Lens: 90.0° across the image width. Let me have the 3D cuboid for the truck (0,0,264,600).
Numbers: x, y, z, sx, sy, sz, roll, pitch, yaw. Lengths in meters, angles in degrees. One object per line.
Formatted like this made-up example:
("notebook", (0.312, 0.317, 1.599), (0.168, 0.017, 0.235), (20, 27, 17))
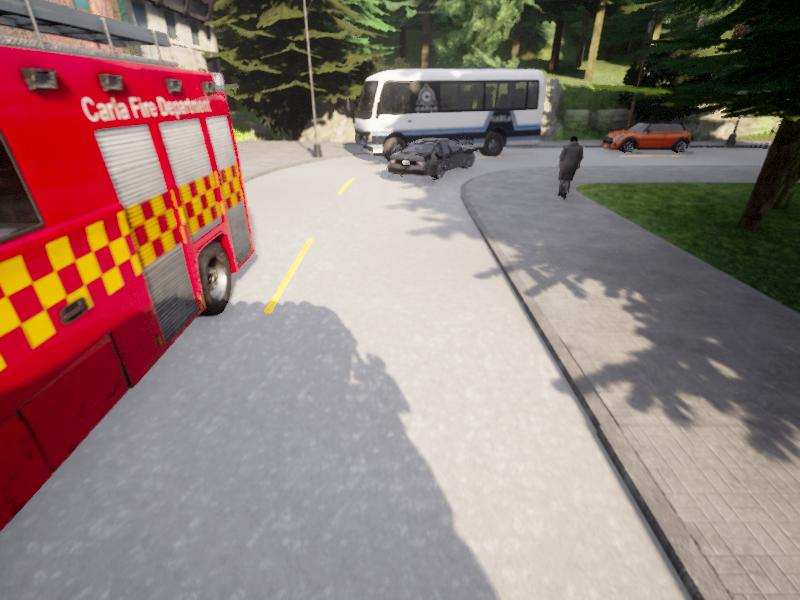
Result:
("truck", (-4.095, -0.410, 3.281), (2.891, 3.827, 8.468), (0, 27, -1))

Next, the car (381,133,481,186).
("car", (1.525, -6.248, 17.342), (2.033, 1.411, 5.357), (15, 31, 27))

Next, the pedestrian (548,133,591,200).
("pedestrian", (5.207, -4.125, 12.385), (0.751, 1.860, 0.751), (3, 27, 6))

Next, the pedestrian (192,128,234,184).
("pedestrian", (-6.852, -5.292, 14.709), (0.751, 1.860, 0.751), (7, 28, 13))

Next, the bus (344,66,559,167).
("bus", (2.597, -9.983, 21.493), (10.273, 4.253, 3.944), (-9, 29, -16))

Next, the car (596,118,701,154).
("car", (14.524, -9.719, 23.638), (4.553, 1.767, 2.097), (0, 27, 0))
